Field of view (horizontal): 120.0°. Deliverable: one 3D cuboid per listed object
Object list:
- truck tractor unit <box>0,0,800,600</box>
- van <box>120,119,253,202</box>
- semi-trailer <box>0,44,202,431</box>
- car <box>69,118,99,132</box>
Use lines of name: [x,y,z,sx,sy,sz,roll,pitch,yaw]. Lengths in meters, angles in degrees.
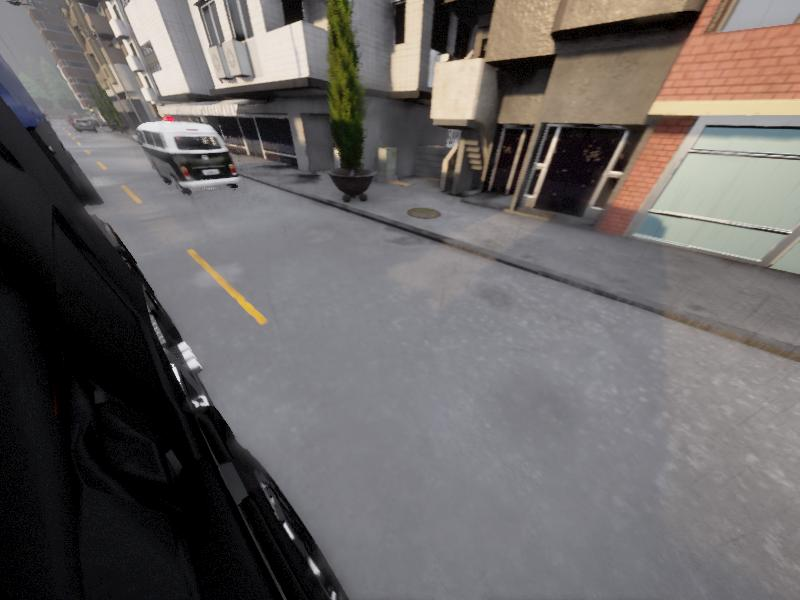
truck tractor unit: [-2.645,-0.295,0.352,6.516,4.208,3.053,28,44,30]
van: [-7.917,-5.344,8.595,4.480,2.038,2.069,28,44,30]
semi-trailer: [-8.701,-3.596,4.236,14.254,4.402,2.717,28,44,30]
car: [-45.939,-25.354,33.544,3.806,1.475,1.970,28,44,30]
